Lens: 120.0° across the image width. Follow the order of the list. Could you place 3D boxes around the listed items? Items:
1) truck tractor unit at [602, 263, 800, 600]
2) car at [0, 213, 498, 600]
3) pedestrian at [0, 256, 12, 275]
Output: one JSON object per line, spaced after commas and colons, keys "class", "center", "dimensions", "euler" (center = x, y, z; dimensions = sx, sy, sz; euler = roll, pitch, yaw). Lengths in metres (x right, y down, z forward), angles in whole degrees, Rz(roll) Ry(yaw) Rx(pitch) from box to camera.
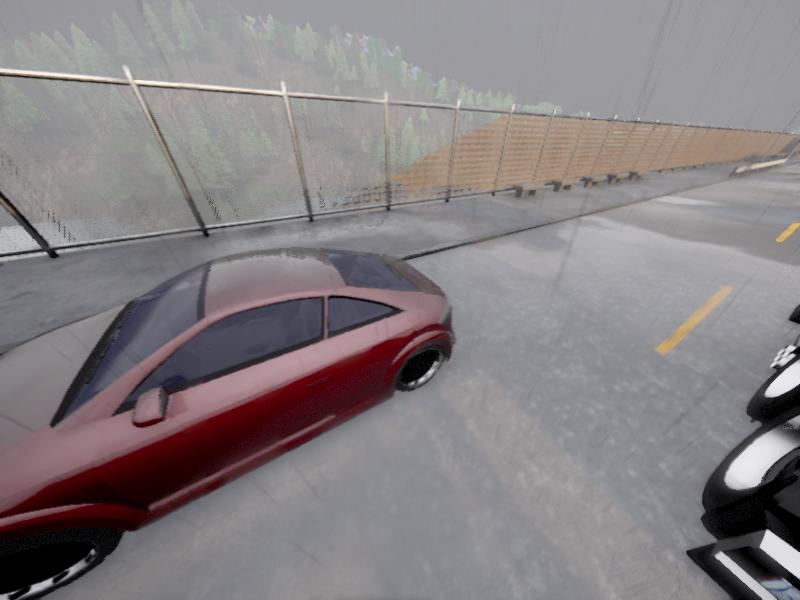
{"class": "truck tractor unit", "center": [5.118, -0.291, 0.793], "dimensions": [6.516, 4.208, 3.053], "euler": [-18, 39, -24]}
{"class": "car", "center": [-1.452, 0.362, 2.268], "dimensions": [4.181, 1.385, 1.994], "euler": [-18, 39, -25]}
{"class": "pedestrian", "center": [-7.941, -1.124, 3.700], "dimensions": [0.751, 1.860, 0.751], "euler": [-19, 39, -26]}
